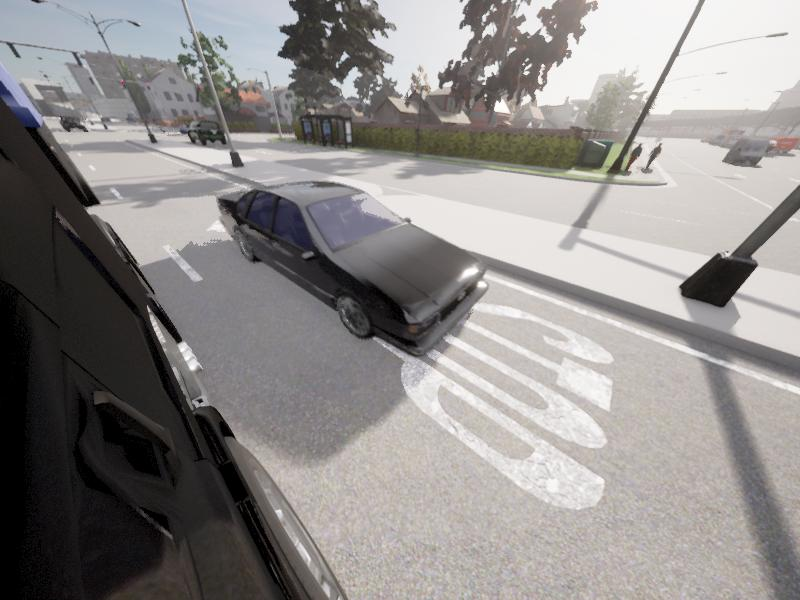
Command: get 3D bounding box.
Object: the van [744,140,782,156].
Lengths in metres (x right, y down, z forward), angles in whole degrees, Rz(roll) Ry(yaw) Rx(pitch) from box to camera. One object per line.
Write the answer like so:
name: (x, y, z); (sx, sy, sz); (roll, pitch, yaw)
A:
van: (63.543, -26.743, 40.525); (2.069, 2.038, 4.480); (28, 45, 30)

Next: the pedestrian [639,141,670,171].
pedestrian: (19.446, -11.007, 17.702); (0.751, 1.860, 0.751); (-26, 45, -33)

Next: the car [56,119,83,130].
car: (-53.968, -28.627, 37.688); (4.718, 1.301, 1.895); (28, 43, 30)

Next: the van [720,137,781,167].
van: (41.127, -17.589, 27.368); (1.988, 2.561, 5.915); (28, 45, 30)

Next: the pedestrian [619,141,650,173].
pedestrian: (16.401, -10.023, 16.200); (0.751, 1.860, 0.751); (28, 44, 30)

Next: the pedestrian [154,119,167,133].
pedestrian: (-41.288, -30.002, 39.779); (0.751, 1.860, 0.751); (31, 45, 32)

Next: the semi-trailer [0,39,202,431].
semi-trailer: (-8.729, -3.577, 4.207); (14.254, 4.402, 2.717); (28, 43, 30)

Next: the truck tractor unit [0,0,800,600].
truck tractor unit: (-2.645, -0.295, 0.352); (6.516, 4.208, 3.053); (28, 44, 30)

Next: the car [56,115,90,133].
car: (-45.364, -24.379, 32.010); (3.866, 1.878, 1.905); (28, 43, 29)

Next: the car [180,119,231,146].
car: (-20.601, -17.716, 24.434); (5.566, 2.045, 2.150); (28, 43, 30)

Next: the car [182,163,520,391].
car: (-1.268, -1.151, 3.933); (5.357, 1.411, 2.033); (28, 43, 30)

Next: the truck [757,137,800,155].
truck: (71.159, -29.035, 43.401); (2.627, 2.467, 5.204); (28, 45, 30)
